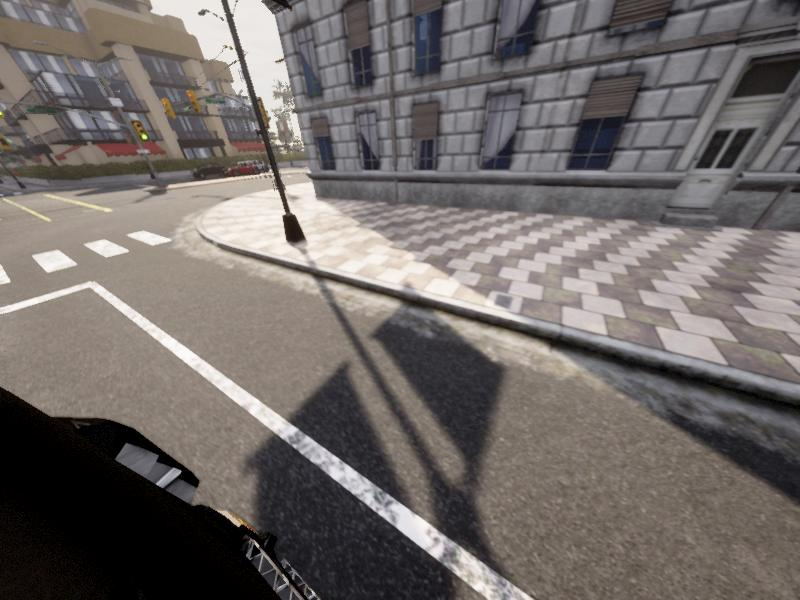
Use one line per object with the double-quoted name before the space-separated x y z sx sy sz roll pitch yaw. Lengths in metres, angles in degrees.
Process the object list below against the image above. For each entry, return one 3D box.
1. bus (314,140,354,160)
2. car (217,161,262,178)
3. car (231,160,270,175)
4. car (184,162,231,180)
"bus" -18.383 -41.612 64.180 10.273 4.253 3.944 16 38 27
"car" -19.357 -15.866 28.032 1.970 1.475 3.806 16 38 26
"car" -20.616 -18.468 32.047 1.970 1.475 3.806 16 38 26
"car" -23.352 -15.803 28.184 1.789 1.549 3.705 16 38 26
